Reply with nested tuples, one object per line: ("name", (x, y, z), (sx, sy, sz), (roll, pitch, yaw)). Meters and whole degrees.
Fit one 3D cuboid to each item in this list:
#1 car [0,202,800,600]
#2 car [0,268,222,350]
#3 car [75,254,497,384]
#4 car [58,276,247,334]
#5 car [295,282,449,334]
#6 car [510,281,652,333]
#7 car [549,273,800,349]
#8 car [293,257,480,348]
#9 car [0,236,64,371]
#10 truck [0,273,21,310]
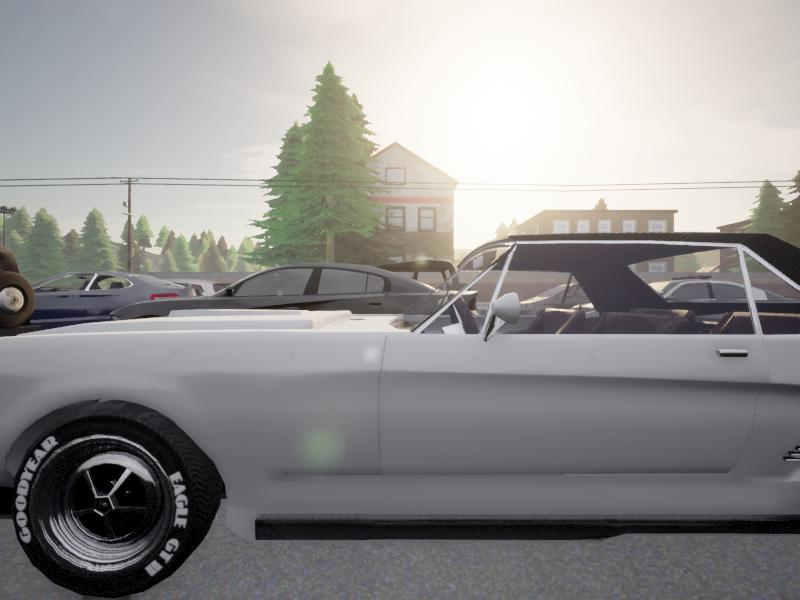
("car", (0.559, 0.344, 2.203), (4.718, 1.301, 1.895), (0, 0, 0))
("car", (-7.069, 0.181, 9.172), (5.027, 1.651, 2.152), (0, 0, 0))
("car", (-1.348, 0.223, 5.694), (5.008, 1.535, 1.882), (0, 0, 0))
("car", (-7.559, 0.156, 12.661), (4.611, 1.667, 2.242), (0, 0, -1))
("car", (-0.816, 0.228, 12.696), (4.514, 1.525, 2.007), (0, 0, 0))
("car", (5.601, 0.215, 12.732), (3.705, 1.549, 1.789), (0, 0, 0))
("car", (6.297, 0.226, 9.236), (4.974, 1.542, 2.038), (0, 0, 0))
("car", (-0.280, 0.046, 9.200), (3.866, 1.878, 1.905), (0, 0, 0))
("car", (-7.490, 0.046, 5.660), (3.866, 1.878, 1.905), (0, 0, 0))
("truck", (-42.736, -0.921, 39.335), (2.891, 3.827, 8.468), (0, 0, 0))
